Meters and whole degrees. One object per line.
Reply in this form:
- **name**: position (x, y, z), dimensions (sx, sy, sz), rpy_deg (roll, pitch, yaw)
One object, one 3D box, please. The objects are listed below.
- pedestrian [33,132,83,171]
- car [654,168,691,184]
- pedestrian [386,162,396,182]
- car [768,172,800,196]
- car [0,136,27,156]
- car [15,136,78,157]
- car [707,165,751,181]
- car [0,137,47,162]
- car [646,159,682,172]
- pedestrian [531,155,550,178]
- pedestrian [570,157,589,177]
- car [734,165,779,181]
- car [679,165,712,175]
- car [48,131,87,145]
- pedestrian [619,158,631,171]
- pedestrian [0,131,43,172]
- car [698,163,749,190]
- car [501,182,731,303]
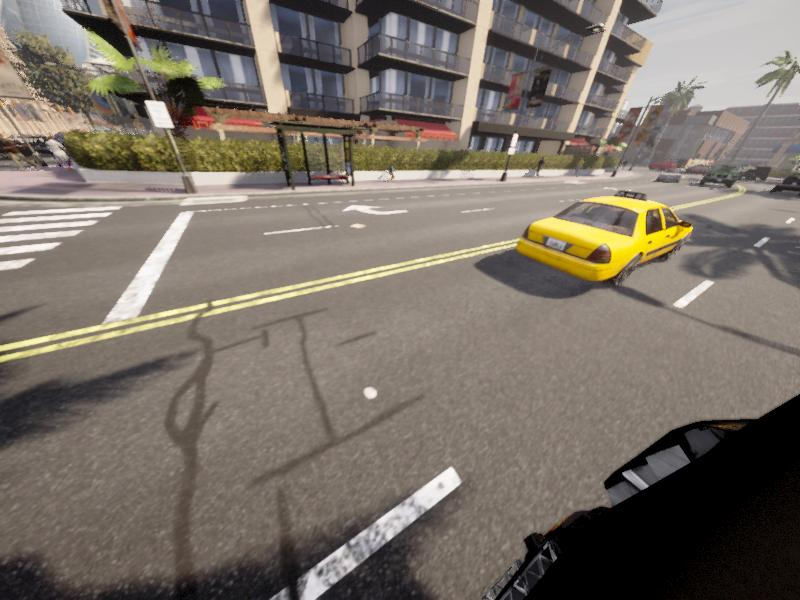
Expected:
- **pedestrian**: position (-20.325, -8.826, 13.791), dimensions (0.751, 1.860, 0.751), rpy_deg (-17, 38, -26)
- **car**: position (30.862, -14.057, 26.127), dimensions (4.718, 1.301, 1.895), rpy_deg (-23, 41, -33)
- **pedestrian**: position (-0.600, -8.526, 15.424), dimensions (0.500, 1.100, 0.500), rpy_deg (-14, 37, -24)
- **car**: position (35.707, -10.423, 20.716), dimensions (3.988, 1.617, 1.851), rpy_deg (-14, 37, -24)
- **car**: position (-38.429, -14.409, 21.539), dimensions (2.007, 1.525, 4.514), rpy_deg (-16, 38, -26)
- **car**: position (-35.743, -15.658, 23.537), dimensions (1.851, 1.617, 3.988), rpy_deg (-16, 38, -26)
- **car**: position (50.153, -19.529, 35.400), dimensions (2.242, 1.667, 4.611), rpy_deg (21, 38, 26)
- **car**: position (-32.522, -12.473, 19.069), dimensions (1.837, 1.490, 4.892), rpy_deg (-16, 38, -26)
- **car**: position (58.989, -30.272, 51.871), dimensions (2.150, 2.045, 5.566), rpy_deg (7, 34, 7)
- **pedestrian**: position (13.416, -12.770, 22.122), dimensions (0.751, 1.860, 0.751), rpy_deg (-15, 37, -24)
- **pedestrian**: position (19.889, -14.798, 25.636), dimensions (0.751, 1.860, 0.751), rpy_deg (-17, 38, -27)
- **car**: position (54.439, -19.483, 35.430), dimensions (1.905, 1.878, 3.866), rpy_deg (20, 37, 24)
- **car**: position (55.758, -24.627, 43.727), dimensions (1.994, 1.385, 4.181), rpy_deg (15, 36, 18)
- **car**: position (-64.935, -31.701, 45.240), dimensions (2.150, 2.045, 5.566), rpy_deg (-16, 38, -26)
- **pedestrian**: position (40.207, -24.215, 41.259), dimensions (0.751, 1.860, 0.751), rpy_deg (16, 36, 20)
- **pedestrian**: position (-21.086, -8.064, 12.590), dimensions (0.751, 1.860, 0.751), rpy_deg (-12, 36, -20)
- **car**: position (32.952, -12.748, 23.628), dimensions (5.566, 2.045, 2.150), rpy_deg (-23, 41, -33)
- **car**: position (5.146, -1.709, 5.449), dimensions (5.366, 1.575, 1.801), rpy_deg (-16, 38, -26)
